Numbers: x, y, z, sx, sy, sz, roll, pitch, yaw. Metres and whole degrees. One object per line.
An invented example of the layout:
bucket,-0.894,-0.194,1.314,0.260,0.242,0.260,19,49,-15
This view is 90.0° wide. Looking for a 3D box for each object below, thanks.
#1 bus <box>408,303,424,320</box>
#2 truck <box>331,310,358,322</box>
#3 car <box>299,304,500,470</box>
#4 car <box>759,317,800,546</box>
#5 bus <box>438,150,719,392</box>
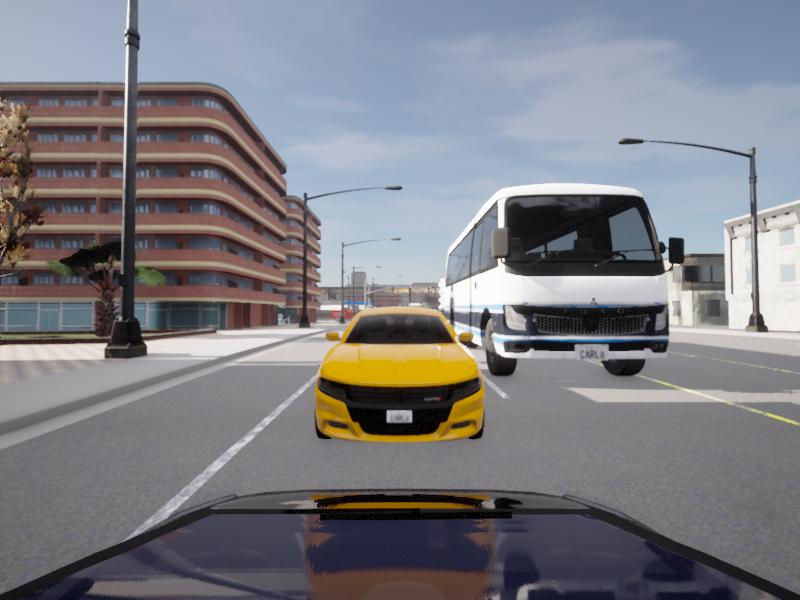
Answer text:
bus,4.194,3.043,107.178,3.944,4.253,10.273,0,-2,0
truck,-11.491,3.260,83.309,5.204,2.467,2.627,0,-2,-1
car,-0.005,0.843,6.267,1.882,1.535,5.008,0,0,0
car,3.501,0.854,0.791,1.816,1.474,4.193,0,0,0
bus,3.611,-0.434,12.171,3.944,4.253,10.273,0,-1,0
